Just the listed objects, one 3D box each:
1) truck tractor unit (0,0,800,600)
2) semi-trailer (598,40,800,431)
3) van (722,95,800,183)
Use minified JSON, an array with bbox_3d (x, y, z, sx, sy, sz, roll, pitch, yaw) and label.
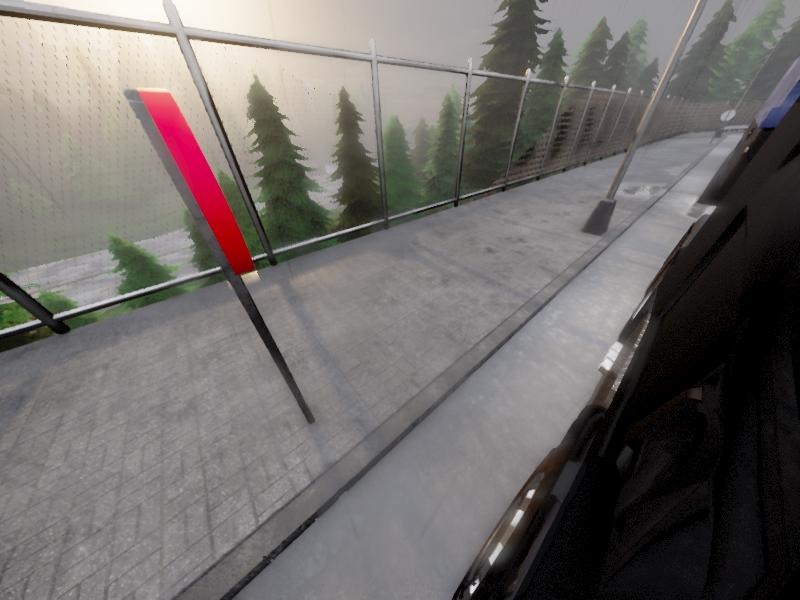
[{"bbox_3d":[2.645,-0.295,0.351,6.516,4.208,3.053,-28,44,-30],"label":"truck tractor unit"},{"bbox_3d":[8.698,-3.604,4.229,14.254,4.402,2.717,-28,44,-30],"label":"semi-trailer"},{"bbox_3d":[16.407,-6.941,9.803,5.915,2.561,1.988,-28,44,-30],"label":"van"}]
